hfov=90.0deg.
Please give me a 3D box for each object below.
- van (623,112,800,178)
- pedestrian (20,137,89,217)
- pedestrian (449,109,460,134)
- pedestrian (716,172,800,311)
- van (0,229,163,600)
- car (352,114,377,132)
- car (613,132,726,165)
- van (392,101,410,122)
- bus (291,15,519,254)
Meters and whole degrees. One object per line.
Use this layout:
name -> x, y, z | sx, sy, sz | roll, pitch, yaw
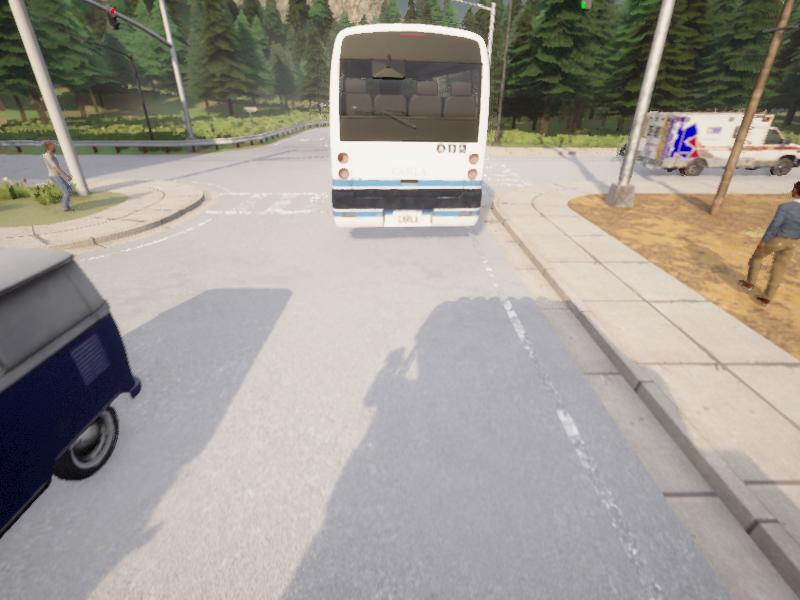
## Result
van -> 13.721, -6.716, 17.257 | 6.366, 2.431, 2.351 | 0, 27, 1
pedestrian -> -9.112, -3.270, 10.594 | 0.751, 1.860, 0.751 | 23, 35, 38
pedestrian -> 4.623, -15.188, 34.049 | 0.751, 1.860, 0.751 | 2, 27, 3
pedestrian -> 5.643, -0.869, 5.972 | 0.751, 1.860, 0.751 | 6, 28, 12
van -> -3.492, 1.271, 1.965 | 1.775, 1.987, 4.442 | 0, 27, 0
car -> -3.490, -17.809, 40.090 | 2.033, 1.411, 5.357 | 0, 27, 0
car -> 13.716, -7.836, 20.617 | 4.181, 1.385, 1.994 | 0, 27, 1
van -> 0.193, -26.324, 55.653 | 2.351, 2.431, 6.366 | 1, 27, 1
bus -> -0.428, -5.278, 12.381 | 3.944, 4.253, 10.273 | -2, 27, -6
